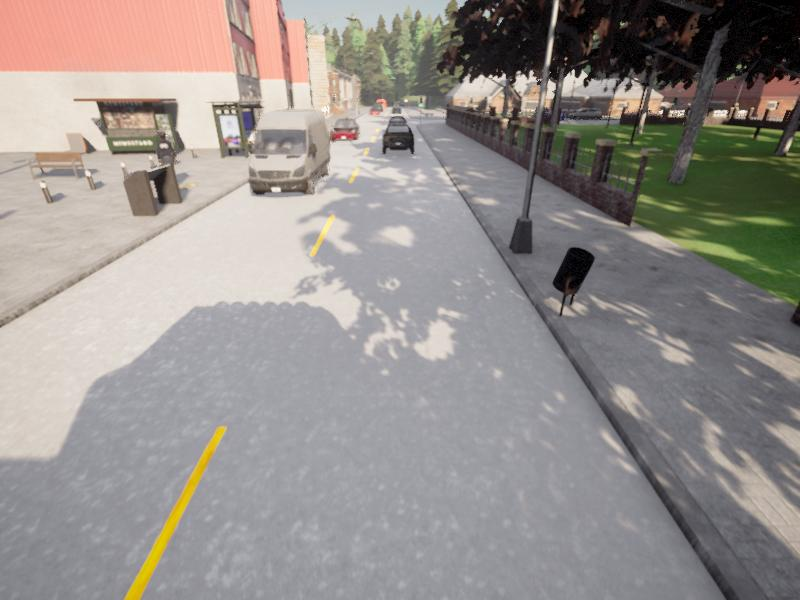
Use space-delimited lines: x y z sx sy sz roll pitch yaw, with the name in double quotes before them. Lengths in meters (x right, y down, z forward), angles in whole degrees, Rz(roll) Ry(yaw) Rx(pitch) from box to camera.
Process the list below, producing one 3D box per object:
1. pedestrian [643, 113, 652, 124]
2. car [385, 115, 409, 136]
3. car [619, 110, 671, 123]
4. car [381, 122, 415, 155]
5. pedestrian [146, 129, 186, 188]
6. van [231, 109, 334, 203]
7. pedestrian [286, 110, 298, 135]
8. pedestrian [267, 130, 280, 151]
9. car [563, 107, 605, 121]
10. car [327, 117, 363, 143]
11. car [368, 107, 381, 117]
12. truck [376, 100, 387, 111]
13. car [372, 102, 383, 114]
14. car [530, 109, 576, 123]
"pedestrian" 29.378 -21.564 47.554 0.500 1.100 0.500 -1 27 -3
"car" -0.235 -16.157 36.885 2.033 1.411 5.357 0 27 0
"car" 31.929 -23.950 52.198 5.357 1.411 2.033 0 27 -1
"car" -0.101 -10.066 24.771 1.882 1.535 5.008 0 26 0
"pedestrian" -8.236 -5.014 14.169 0.751 1.860 0.751 -10 29 -19
"van" -3.968 -5.597 14.892 1.988 2.561 5.915 0 27 -1
"pedestrian" -9.193 -15.149 34.106 0.751 1.860 0.751 -8 28 -15
"pedestrian" -7.548 -9.492 23.838 0.500 1.100 0.500 0 27 -1
"car" 25.489 -25.800 55.525 4.611 1.667 2.242 1 27 1
"car" -4.170 -13.297 31.174 2.163 1.488 4.792 0 27 -1
"car" -4.597 -34.349 73.016 2.007 1.525 4.514 0 27 -1
"truck" -4.873 -50.727 104.045 2.627 2.467 5.204 0 27 0
"car" -4.720 -41.167 85.755 2.150 2.045 5.566 0 27 0
"car" 19.845 -23.948 52.030 5.008 1.535 1.882 -1 27 -1
